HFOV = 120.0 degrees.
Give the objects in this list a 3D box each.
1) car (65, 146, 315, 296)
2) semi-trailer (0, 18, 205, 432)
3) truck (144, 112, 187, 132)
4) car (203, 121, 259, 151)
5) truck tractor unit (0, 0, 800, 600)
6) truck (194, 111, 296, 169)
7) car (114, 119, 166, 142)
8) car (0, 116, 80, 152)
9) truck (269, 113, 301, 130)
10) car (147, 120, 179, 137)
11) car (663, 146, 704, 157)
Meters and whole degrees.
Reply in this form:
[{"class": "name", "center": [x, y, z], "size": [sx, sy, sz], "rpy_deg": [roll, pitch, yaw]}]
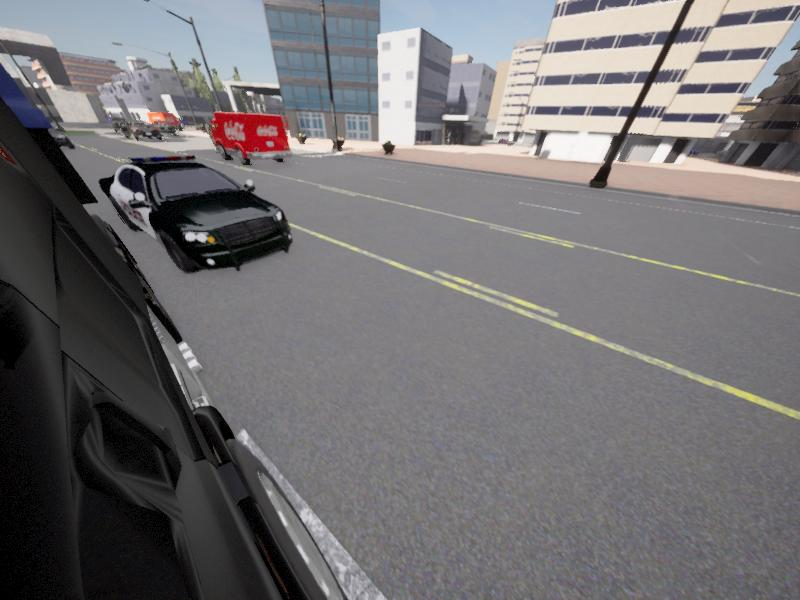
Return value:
[{"class": "car", "center": [-4.395, -2.094, 4.875], "size": [4.974, 1.542, 2.038], "rpy_deg": [25, 42, 26]}, {"class": "semi-trailer", "center": [-8.906, -3.462, 4.001], "size": [14.254, 4.402, 2.717], "rpy_deg": [26, 42, 27]}, {"class": "truck", "center": [-39.931, -30.527, 39.626], "size": [2.627, 2.467, 5.204], "rpy_deg": [-7, 38, -12]}, {"class": "car", "center": [-15.367, -14.941, 20.989], "size": [4.605, 1.855, 1.932], "rpy_deg": [25, 42, 26]}, {"class": "truck tractor unit", "center": [-2.645, -0.295, 0.351], "size": [6.516, 4.208, 3.053], "rpy_deg": [28, 44, 30]}, {"class": "truck", "center": [-9.384, -9.883, 14.148], "size": [5.204, 2.467, 2.627], "rpy_deg": [25, 42, 26]}, {"class": "car", "center": [-26.870, -17.539, 23.895], "size": [5.027, 1.651, 2.152], "rpy_deg": [25, 42, 27]}, {"class": "car", "center": [-24.728, -11.361, 15.764], "size": [4.611, 1.667, 2.242], "rpy_deg": [24, 42, 26]}, {"class": "truck", "center": [-36.286, -56.484, 73.321], "size": [2.891, 3.827, 8.468], "rpy_deg": [24, 42, 25]}, {"class": "car", "center": [-30.449, -22.018, 29.680], "size": [3.705, 1.549, 1.789], "rpy_deg": [28, 44, 30]}, {"class": "car", "center": [62.288, -32.725, 50.927], "size": [5.238, 1.638, 1.930], "rpy_deg": [22, 41, 26]}]
